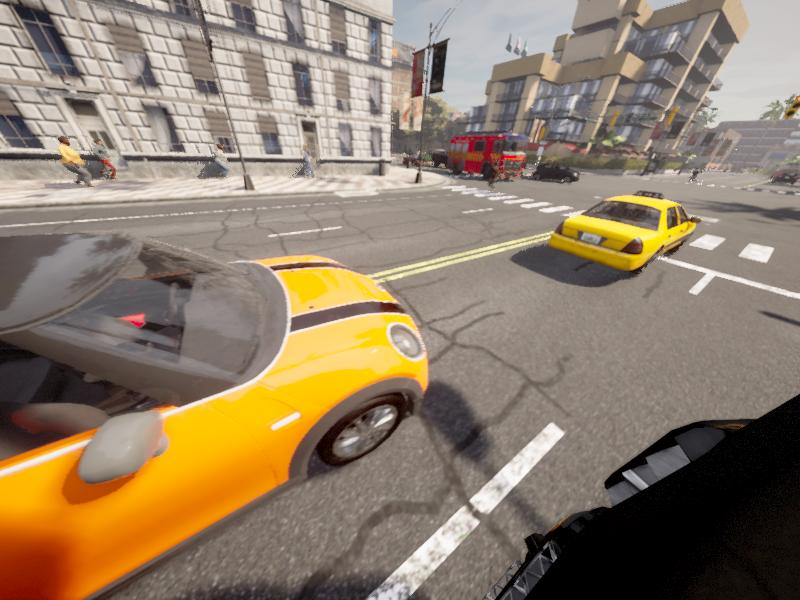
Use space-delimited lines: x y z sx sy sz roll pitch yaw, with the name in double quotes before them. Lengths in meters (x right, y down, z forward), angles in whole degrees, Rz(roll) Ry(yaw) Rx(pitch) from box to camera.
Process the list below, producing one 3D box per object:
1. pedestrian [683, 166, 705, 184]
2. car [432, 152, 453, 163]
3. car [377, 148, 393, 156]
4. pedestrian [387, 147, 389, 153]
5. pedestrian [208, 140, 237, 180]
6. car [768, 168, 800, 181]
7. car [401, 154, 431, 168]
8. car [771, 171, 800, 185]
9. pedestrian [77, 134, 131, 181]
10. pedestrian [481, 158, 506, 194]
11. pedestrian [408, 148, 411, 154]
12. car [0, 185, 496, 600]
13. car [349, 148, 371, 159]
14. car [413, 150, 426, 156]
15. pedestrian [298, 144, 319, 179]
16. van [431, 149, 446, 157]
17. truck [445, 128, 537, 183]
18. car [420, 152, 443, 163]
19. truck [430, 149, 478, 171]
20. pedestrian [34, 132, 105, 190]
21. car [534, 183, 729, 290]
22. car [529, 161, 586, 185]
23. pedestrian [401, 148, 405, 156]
"pedestrian" 36.102 -15.365 28.366 0.751 1.860 0.751 -17 38 -27
"car" 8.656 -29.113 47.130 1.851 1.617 3.988 -18 39 -28
"car" -4.100 -40.507 63.258 2.152 1.651 5.027 -18 39 -28
"pedestrian" -4.011 -51.138 78.761 0.751 1.860 0.751 0 34 -4
"pedestrian" -10.026 -7.905 13.072 0.751 1.860 0.751 -17 38 -27
"car" 81.478 -26.650 48.973 5.566 2.045 2.150 -27 44 -37
"car" 2.160 -19.543 32.383 1.994 1.385 4.181 -18 39 -28
"car" 64.243 -20.257 38.257 4.611 1.667 2.242 -17 39 -28
"pedestrian" -14.045 -6.775 11.040 0.751 1.860 0.751 -18 39 -29
"pedestrian" 5.703 -7.592 14.161 0.751 1.860 0.751 -22 41 -32
"pedestrian" 3.395 -52.499 81.419 0.751 1.860 0.751 -21 40 -32
"car" -1.946 0.440 1.527 4.553 1.767 2.097 -17 39 -28
"car" -7.782 -28.293 44.650 1.837 1.490 4.892 -24 42 -35
"car" 6.165 -47.184 74.249 3.633 1.501 1.845 -18 39 -29
"pedestrian" -5.867 -8.852 14.839 0.751 1.860 0.751 -24 42 -34
"van" 12.313 -47.076 74.125 4.480 2.038 2.069 -18 39 -28
"truck" 8.213 -14.329 22.786 2.891 3.827 8.468 -11 36 -20
"car" 6.071 -27.814 45.033 2.007 1.525 4.514 -18 39 -28
"truck" 7.097 -19.013 31.326 2.390 2.098 6.274 -18 39 -28
"pedestrian" -12.953 -5.460 9.146 0.751 1.860 0.751 -20 40 -31
"car" 6.172 -2.000 6.061 5.366 1.575 1.801 -17 39 -28
"car" 15.349 -12.516 22.647 3.988 1.617 1.851 28 41 33
"pedestrian" 0.974 -44.077 68.796 0.751 1.860 0.751 -19 39 -29
